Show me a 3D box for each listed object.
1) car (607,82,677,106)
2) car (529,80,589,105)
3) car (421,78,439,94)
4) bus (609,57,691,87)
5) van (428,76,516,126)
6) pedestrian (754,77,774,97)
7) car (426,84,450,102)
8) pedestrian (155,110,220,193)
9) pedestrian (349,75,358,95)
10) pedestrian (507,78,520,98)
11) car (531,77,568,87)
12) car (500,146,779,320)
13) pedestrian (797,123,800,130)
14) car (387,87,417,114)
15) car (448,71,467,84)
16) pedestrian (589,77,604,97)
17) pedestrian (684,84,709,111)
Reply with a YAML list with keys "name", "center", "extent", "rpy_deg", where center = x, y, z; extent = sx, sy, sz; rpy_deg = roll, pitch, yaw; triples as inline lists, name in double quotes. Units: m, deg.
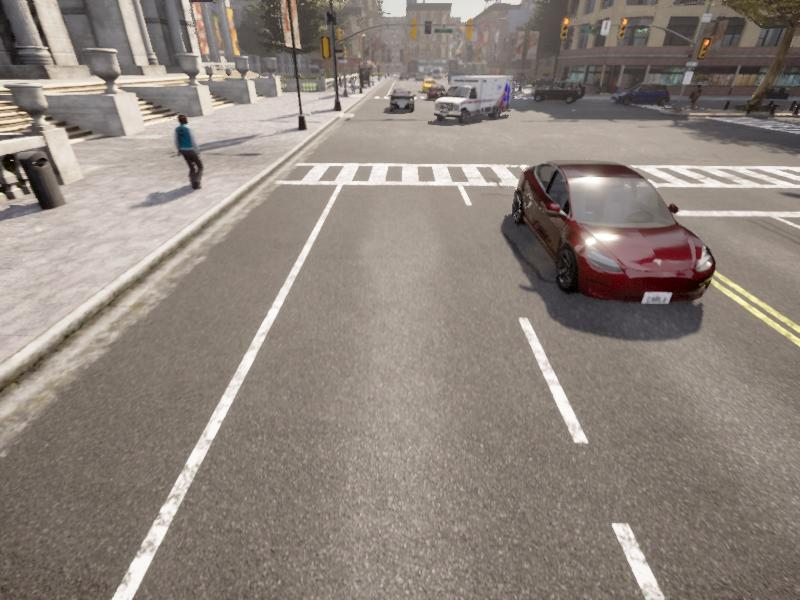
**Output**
- name: "car"
  center: [21.383, -18.296, 35.526]
  extent: [4.553, 1.767, 2.097]
  rpy_deg: [2, 30, 4]
- name: "car"
  center: [14.825, -19.521, 37.490]
  extent: [4.605, 1.855, 1.932]
  rpy_deg: [17, 35, 27]
- name: "car"
  center: [3.813, -27.292, 51.004]
  extent: [1.882, 1.535, 5.008]
  rpy_deg: [0, 31, 0]
- name: "bus"
  center: [41.858, -38.358, 67.425]
  extent: [10.273, 4.253, 3.944]
  rpy_deg: [0, 30, 0]
- name: "van"
  center: [4.684, -12.848, 25.508]
  extent: [2.351, 2.431, 6.366]
  rpy_deg: [23, 37, 34]
- name: "pedestrian"
  center: [39.415, -23.057, 43.342]
  extent: [0.751, 1.860, 0.751]
  rpy_deg: [3, 30, 4]
- name: "car"
  center: [3.775, -21.035, 40.501]
  extent: [1.994, 1.385, 4.181]
  rpy_deg: [0, 31, 0]
- name: "pedestrian"
  center: [-5.335, -3.755, 10.158]
  extent: [0.751, 1.860, 0.751]
  rpy_deg: [5, 31, 8]
- name: "pedestrian"
  center: [-5.243, -24.156, 44.934]
  extent: [0.751, 1.860, 0.751]
  rpy_deg: [-13, 33, -22]
- name: "pedestrian"
  center: [12.055, -22.484, 42.493]
  extent: [0.751, 1.860, 0.751]
  rpy_deg: [-7, 31, -12]
- name: "car"
  center: [25.398, -37.165, 68.111]
  extent: [5.357, 1.411, 2.033]
  rpy_deg: [0, 30, 0]
- name: "car"
  center: [3.486, -1.587, 7.240]
  extent: [2.163, 1.488, 4.792]
  rpy_deg: [1, 30, 1]
- name: "pedestrian"
  center: [22.403, -9.874, 21.814]
  extent: [0.500, 1.100, 0.500]
  rpy_deg: [1, 30, 1]
- name: "car"
  center: [0.164, -15.378, 30.700]
  extent: [2.128, 1.511, 4.902]
  rpy_deg: [0, 30, 0]
- name: "car"
  center: [11.118, -43.474, 78.129]
  extent: [2.150, 2.045, 5.566]
  rpy_deg: [-5, 31, -7]
- name: "pedestrian"
  center: [21.088, -22.864, 42.898]
  extent: [0.751, 1.860, 0.751]
  rpy_deg: [-5, 31, -9]
- name: "pedestrian"
  center: [22.946, -15.703, 31.002]
  extent: [0.751, 1.860, 0.751]
  rpy_deg: [0, 30, 0]
